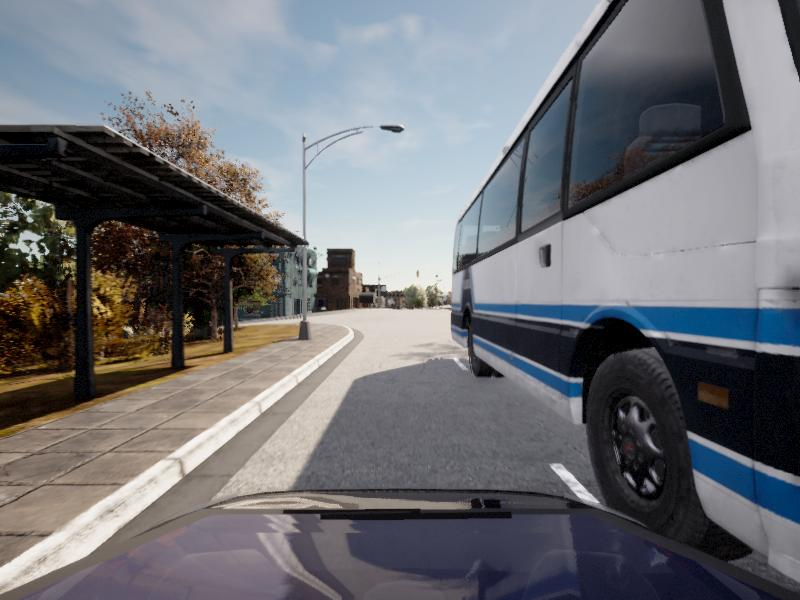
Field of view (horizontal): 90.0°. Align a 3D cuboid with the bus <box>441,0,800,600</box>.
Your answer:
[{"bbox_3d":[3.121,-0.530,6.065,3.944,4.253,10.273,0,0,0],"label":"bus"}]
